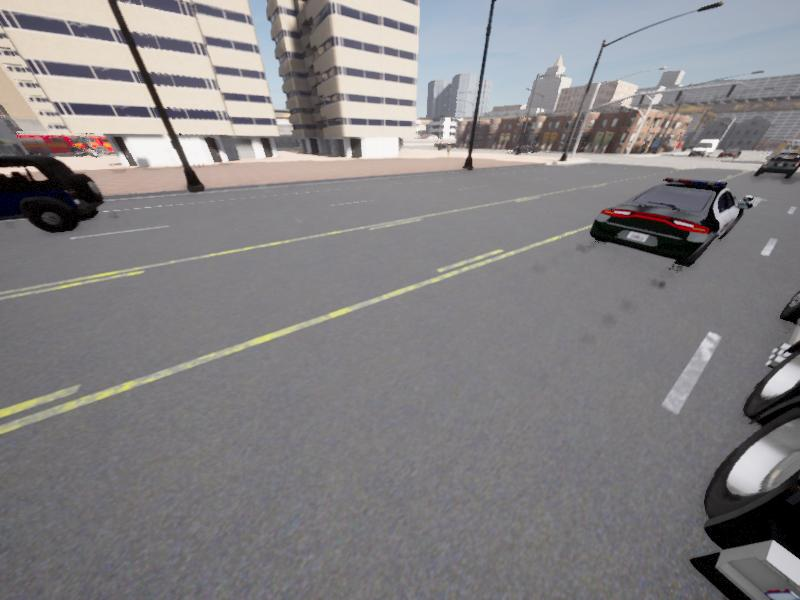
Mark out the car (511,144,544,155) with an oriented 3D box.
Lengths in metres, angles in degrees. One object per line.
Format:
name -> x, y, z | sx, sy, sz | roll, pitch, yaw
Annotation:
car -> 25.248, -29.961, 45.881 | 1.930, 1.638, 5.238 | -20, 40, -27

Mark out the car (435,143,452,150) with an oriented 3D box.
car -> 12.548, -44.787, 67.219 | 2.128, 1.511, 4.902 | -20, 40, -27

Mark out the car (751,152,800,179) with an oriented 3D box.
car -> 30.157, -10.683, 18.222 | 3.988, 1.617, 1.851 | -20, 40, -27

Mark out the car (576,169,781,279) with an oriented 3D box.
car -> 7.293, -2.315, 6.063 | 4.974, 1.542, 2.038 | -20, 40, -26

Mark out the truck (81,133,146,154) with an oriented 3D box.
truck -> -66.589, -36.592, 54.134 | 8.468, 3.827, 2.891 | -20, 40, -28

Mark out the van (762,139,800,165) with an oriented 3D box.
van -> 50.258, -18.471, 28.934 | 6.366, 2.431, 2.351 | -7, 41, -12

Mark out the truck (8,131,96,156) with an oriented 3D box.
truck -> -68.571, -31.063, 45.981 | 8.468, 3.827, 2.891 | -20, 40, -28

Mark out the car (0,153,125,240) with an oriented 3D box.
car -> -11.167, -2.875, 6.395 | 3.866, 1.878, 1.905 | -20, 40, -27

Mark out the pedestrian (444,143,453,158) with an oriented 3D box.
pedestrian -> 7.385, -22.804, 35.224 | 0.751, 1.860, 0.751 | -10, 36, -14

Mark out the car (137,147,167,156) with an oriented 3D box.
car -> -54.702, -32.915, 51.101 | 4.193, 1.474, 1.816 | -21, 40, -28

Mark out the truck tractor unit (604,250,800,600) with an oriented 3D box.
truck tractor unit -> 5.087, -0.323, 0.815 | 6.516, 4.208, 3.053 | -19, 39, -25

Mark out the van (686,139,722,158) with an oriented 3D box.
van -> 53.390, -26.648, 40.565 | 5.915, 2.561, 1.988 | -20, 40, -27
